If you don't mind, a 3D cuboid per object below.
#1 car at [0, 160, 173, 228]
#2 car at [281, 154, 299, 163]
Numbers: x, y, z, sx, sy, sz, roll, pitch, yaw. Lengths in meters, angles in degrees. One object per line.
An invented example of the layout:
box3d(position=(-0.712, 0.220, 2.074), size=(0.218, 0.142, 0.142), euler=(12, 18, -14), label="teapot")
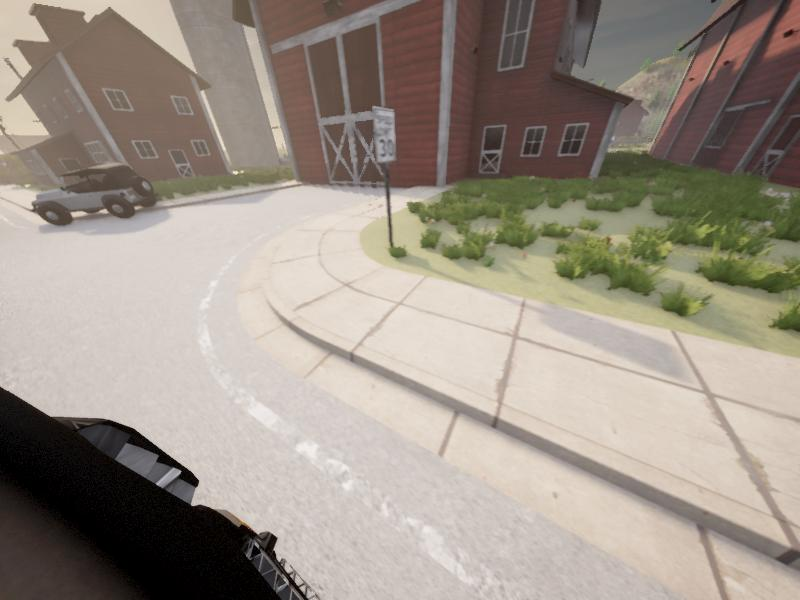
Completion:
box3d(position=(-12.991, -4.581, 9.858), size=(3.866, 1.878, 1.905), euler=(-10, 40, -8), label="car")
box3d(position=(-30.379, -39.171, 63.750), size=(1.905, 1.878, 3.866), euler=(16, 38, 26), label="car")
